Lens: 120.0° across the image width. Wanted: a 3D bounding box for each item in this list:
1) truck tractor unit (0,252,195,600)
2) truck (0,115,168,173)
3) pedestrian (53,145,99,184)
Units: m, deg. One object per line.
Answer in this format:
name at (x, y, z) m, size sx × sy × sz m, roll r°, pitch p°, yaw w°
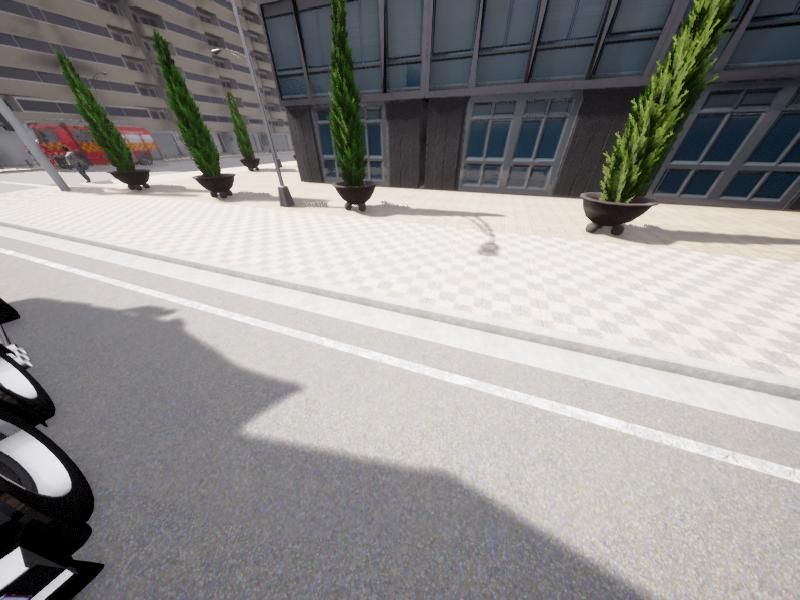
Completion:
truck tractor unit at (-5.090, -0.321, 0.810) m, size 6.516 × 4.208 × 3.053 m, roll 19°, pitch 39°, yaw 25°
truck at (-29.005, -14.909, 22.181) m, size 2.891 × 3.827 × 8.468 m, roll 11°, pitch 37°, yaw 16°
pedestrian at (-18.643, -7.814, 13.326) m, size 0.751 × 1.860 × 0.751 m, roll 25°, pitch 42°, yaw 31°
